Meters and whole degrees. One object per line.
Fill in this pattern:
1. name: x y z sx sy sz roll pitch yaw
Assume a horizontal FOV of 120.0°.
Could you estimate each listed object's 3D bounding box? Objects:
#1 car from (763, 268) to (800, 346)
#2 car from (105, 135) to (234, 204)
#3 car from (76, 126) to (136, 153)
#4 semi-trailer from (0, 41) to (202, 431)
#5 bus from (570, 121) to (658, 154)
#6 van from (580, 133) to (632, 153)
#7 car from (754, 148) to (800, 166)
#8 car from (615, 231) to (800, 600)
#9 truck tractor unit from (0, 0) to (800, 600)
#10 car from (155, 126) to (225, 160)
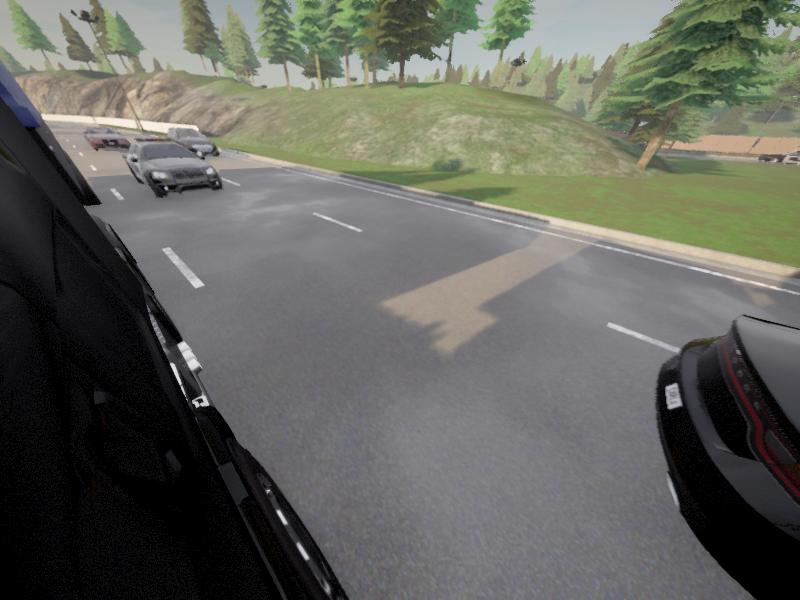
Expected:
1. car: 7.514 0.596 1.726 4.605 1.855 1.932 28 44 30
2. car: -8.578 -5.034 8.564 4.974 1.542 2.038 28 44 30
3. car: -21.991 -12.051 17.249 4.181 1.385 1.994 28 44 30
4. semi-trailer: -8.727 -3.582 4.204 14.254 4.402 2.717 28 44 30
5. bus: 37.517 -29.124 41.190 10.273 4.253 3.944 28 43 30
6. van: 35.201 -27.011 39.664 5.915 2.561 1.988 28 44 30
7. car: 50.879 -18.402 29.870 5.238 1.638 1.930 28 44 29
8. car: 4.093 1.617 0.357 5.238 1.638 1.930 28 44 30
9. truck tractor unit: -2.645 -0.295 0.351 6.516 4.208 3.053 28 44 30
10. car: -14.598 -10.989 16.060 4.856 1.649 2.033 28 44 30
